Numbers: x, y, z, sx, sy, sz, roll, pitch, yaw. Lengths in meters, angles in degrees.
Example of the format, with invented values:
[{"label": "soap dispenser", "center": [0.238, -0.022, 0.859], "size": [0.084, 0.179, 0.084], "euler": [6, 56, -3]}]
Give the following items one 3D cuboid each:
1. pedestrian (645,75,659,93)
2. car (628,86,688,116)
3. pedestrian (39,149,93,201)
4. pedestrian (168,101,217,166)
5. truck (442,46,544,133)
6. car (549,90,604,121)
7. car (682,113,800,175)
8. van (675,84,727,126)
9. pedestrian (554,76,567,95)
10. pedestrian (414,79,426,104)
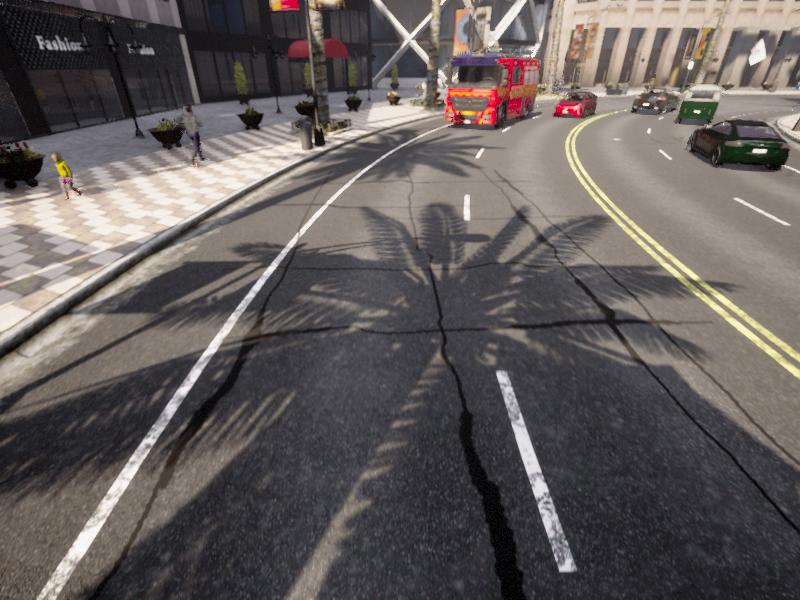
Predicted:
[{"label": "pedestrian", "center": [31.150, -26.723, 49.483], "size": [0.751, 1.860, 0.751], "euler": [-11, 32, -18]}, {"label": "car", "center": [19.344, -14.964, 29.969], "size": [5.027, 1.651, 2.152], "euler": [-27, 39, -38]}, {"label": "pedestrian", "center": [-8.144, -3.058, 9.786], "size": [0.500, 1.100, 0.500], "euler": [6, 31, 11]}, {"label": "pedestrian", "center": [-6.751, -5.441, 13.107], "size": [0.751, 1.860, 0.751], "euler": [4, 31, 6]}, {"label": "truck", "center": [5.721, -12.582, 23.716], "size": [2.891, 3.827, 8.468], "euler": [16, 34, 26]}, {"label": "car", "center": [12.078, -13.355, 27.313], "size": [2.007, 1.525, 4.514], "euler": [21, 36, 32]}, {"label": "car", "center": [12.240, -5.811, 14.574], "size": [1.994, 1.385, 4.181], "euler": [9, 31, 15]}, {"label": "van", "center": [18.672, -12.126, 24.758], "size": [1.775, 1.987, 4.442], "euler": [20, 36, 31]}, {"label": "pedestrian", "center": [18.271, -24.423, 45.553], "size": [0.751, 1.860, 0.751], "euler": [-10, 32, -17]}, {"label": "pedestrian", "center": [1.755, -18.338, 35.151], "size": [0.751, 1.860, 0.751], "euler": [-12, 33, -20]}]
